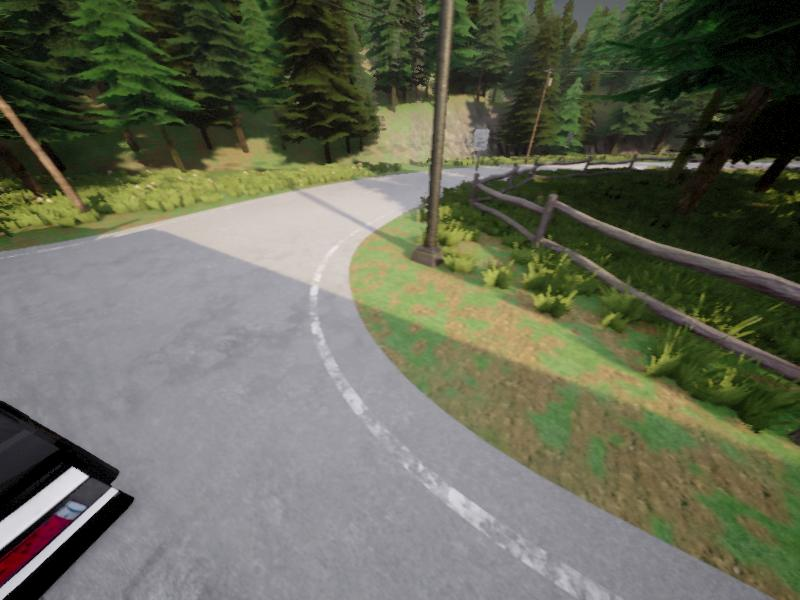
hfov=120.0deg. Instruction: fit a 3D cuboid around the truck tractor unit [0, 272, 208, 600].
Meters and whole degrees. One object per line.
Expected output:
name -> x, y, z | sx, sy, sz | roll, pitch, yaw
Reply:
truck tractor unit -> -5.272, -0.094, 0.498 | 6.516, 4.208, 3.053 | 11, 37, 15
